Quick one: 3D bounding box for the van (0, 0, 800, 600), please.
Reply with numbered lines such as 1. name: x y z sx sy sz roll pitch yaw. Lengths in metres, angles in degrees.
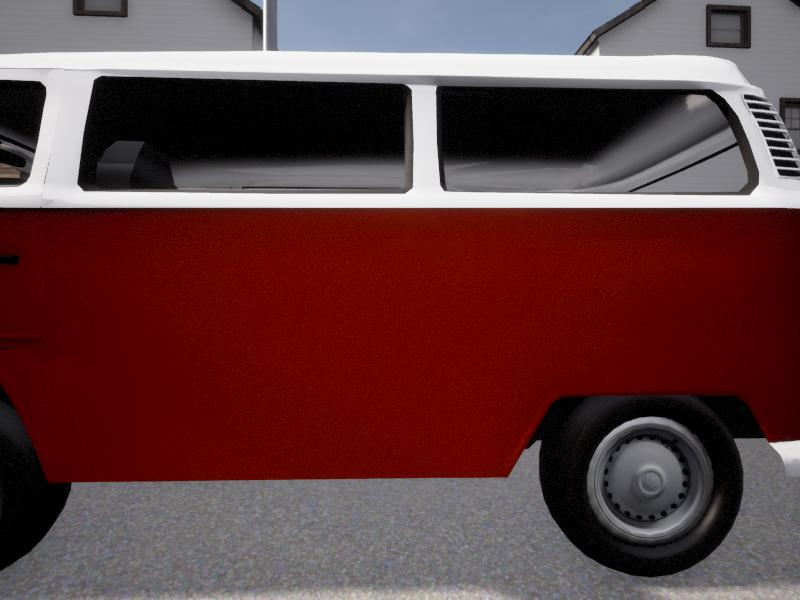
1. van: -0.423 -0.028 2.192 4.480 2.038 2.069 0 0 -2
